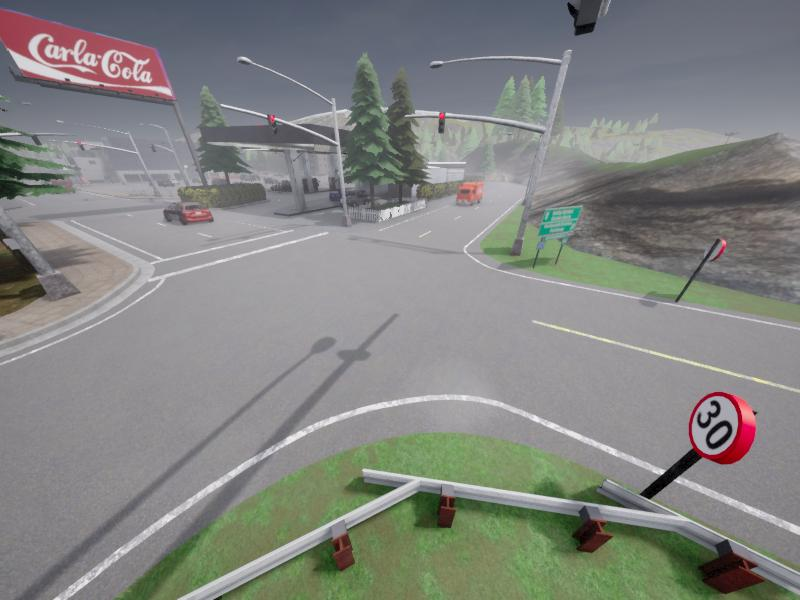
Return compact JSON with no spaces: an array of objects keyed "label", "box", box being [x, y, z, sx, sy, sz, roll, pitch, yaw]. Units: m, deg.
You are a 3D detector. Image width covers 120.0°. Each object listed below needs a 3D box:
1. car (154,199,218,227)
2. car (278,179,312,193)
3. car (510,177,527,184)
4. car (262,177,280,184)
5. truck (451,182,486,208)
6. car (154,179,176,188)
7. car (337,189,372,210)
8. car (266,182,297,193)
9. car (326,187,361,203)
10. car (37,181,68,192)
[{"label":"car","box":[-18.362,-7.600,19.872,4.611,1.667,2.242,16,32,26]},{"label":"car","box":[-20.216,-22.122,44.866,2.150,2.045,5.566,16,34,26]},{"label":"car","box":[34.026,-34.430,66.586,2.033,1.649,4.856,-1,30,-2]},{"label":"car","box":[-35.476,-32.774,63.464,4.514,1.523,2.007,16,34,26]},{"label":"truck","box":[8.871,-13.521,29.539,2.627,2.467,5.204,17,34,26]},{"label":"car","box":[-54.495,-27.084,53.607,4.514,1.523,2.007,16,34,26]},{"label":"car","box":[-5.367,-12.080,27.650,1.905,1.878,3.866,16,34,26]},{"label":"car","box":[-23.524,-22.541,46.109,2.038,1.542,4.974,16,34,26]},{"label":"car","box":[-8.082,-15.233,33.445,2.242,1.667,4.611,16,34,26]},{"label":"car","box":[-66.476,-21.721,44.165,4.611,1.667,2.242,16,34,26]}]
